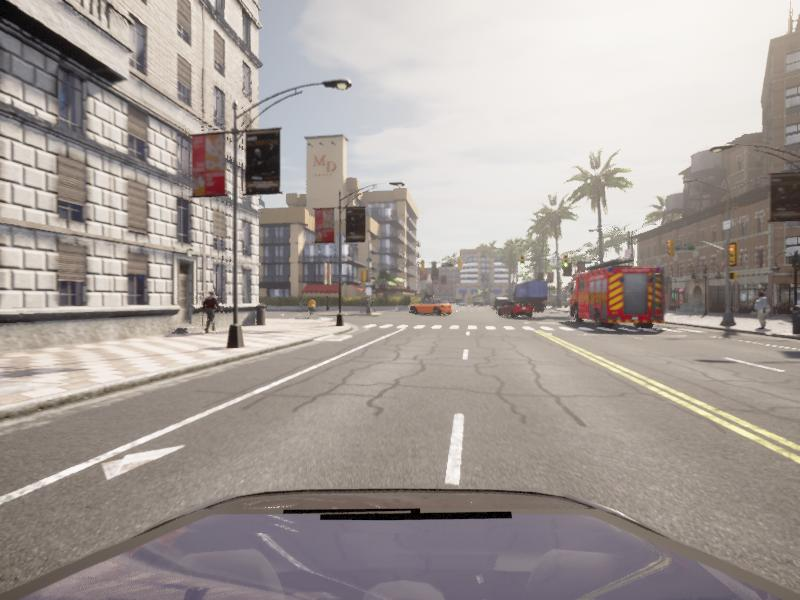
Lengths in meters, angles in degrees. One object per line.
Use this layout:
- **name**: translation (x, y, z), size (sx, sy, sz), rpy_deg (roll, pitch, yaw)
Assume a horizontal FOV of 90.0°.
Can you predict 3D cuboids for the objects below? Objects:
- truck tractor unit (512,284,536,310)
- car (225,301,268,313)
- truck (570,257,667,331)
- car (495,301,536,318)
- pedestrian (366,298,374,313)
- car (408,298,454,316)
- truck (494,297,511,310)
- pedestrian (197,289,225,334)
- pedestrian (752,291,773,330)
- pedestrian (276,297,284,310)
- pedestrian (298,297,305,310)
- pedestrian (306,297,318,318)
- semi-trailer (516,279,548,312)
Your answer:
- **truck tractor unit**: translation (20.995, -0.503, 68.059), size (3.053, 4.208, 6.516), rpy_deg (0, 0, 10)
- **car**: translation (-19.863, 0.859, 51.858), size (4.892, 1.490, 1.837), rpy_deg (0, 0, 10)
- **truck**: translation (13.295, -0.313, 25.341), size (2.891, 3.827, 8.468), rpy_deg (0, 0, 10)
- **car**: translation (10.614, 0.839, 37.139), size (2.007, 1.525, 4.514), rpy_deg (0, 0, -7)
- **pedestrian**: translation (-3.819, 0.651, 50.373), size (0.751, 1.860, 0.751), rpy_deg (0, 0, 23)
- **car**: translation (3.225, 0.706, 42.482), size (4.553, 1.767, 2.097), rpy_deg (0, 0, 42)
- **truck**: translation (17.587, 0.562, 68.861), size (2.390, 2.098, 6.274), rpy_deg (0, 0, 10)
- **pedestrian**: translation (-8.006, 0.490, 16.963), size (0.751, 1.860, 0.751), rpy_deg (0, 0, 12)
- **pedestrian**: translation (17.651, 0.491, 19.476), size (0.751, 1.860, 0.751), rpy_deg (0, 0, 43)
- **pedestrian**: translation (-17.588, 0.501, 58.576), size (0.751, 1.860, 0.751), rpy_deg (0, 0, 13)
- **pedestrian**: translation (-14.223, 0.501, 57.963), size (0.751, 1.860, 0.751), rpy_deg (0, 0, 5)
- **pedestrian**: translation (-7.764, 0.647, 35.403), size (0.751, 1.860, 0.751), rpy_deg (0, 0, 17)
- **semi-trailer**: translation (19.593, -0.601, 60.271), size (2.717, 4.402, 14.254), rpy_deg (0, 0, 10)
